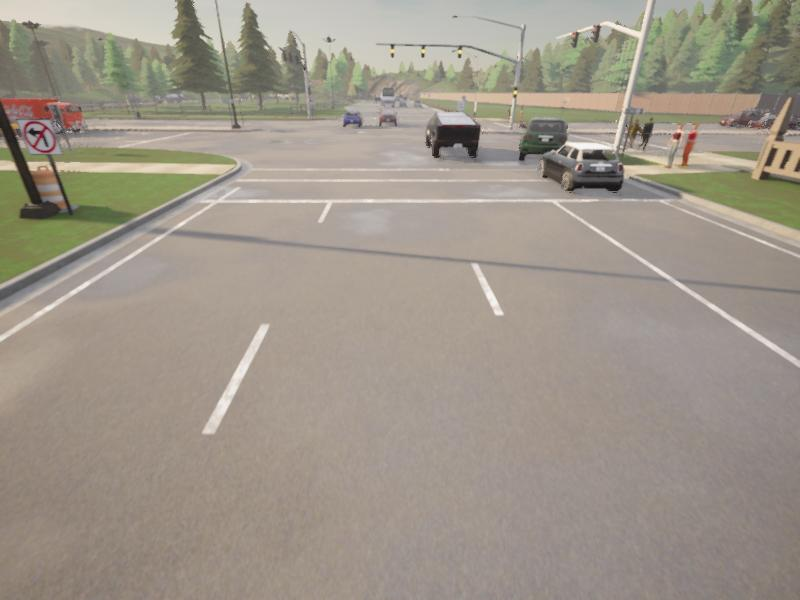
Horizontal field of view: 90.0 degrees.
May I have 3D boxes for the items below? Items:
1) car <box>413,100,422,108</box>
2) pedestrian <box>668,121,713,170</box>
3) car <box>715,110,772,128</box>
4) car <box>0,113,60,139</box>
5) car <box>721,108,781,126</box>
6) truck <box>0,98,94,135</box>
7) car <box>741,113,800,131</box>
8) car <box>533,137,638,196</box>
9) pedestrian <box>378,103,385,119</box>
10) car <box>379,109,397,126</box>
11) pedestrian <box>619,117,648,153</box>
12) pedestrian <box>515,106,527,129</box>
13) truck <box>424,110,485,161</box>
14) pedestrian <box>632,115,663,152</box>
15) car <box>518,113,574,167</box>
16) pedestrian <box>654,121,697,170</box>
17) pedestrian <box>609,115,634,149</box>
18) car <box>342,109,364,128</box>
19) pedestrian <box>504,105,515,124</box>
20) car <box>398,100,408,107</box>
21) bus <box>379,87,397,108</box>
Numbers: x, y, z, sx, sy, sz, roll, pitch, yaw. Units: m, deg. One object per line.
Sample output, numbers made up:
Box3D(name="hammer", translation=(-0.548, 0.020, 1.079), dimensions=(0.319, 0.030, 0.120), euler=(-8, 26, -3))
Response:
Box3D(name="car", translation=(4.210, -47.143, 96.056), dimensions=(1.851, 1.617, 3.988), euler=(0, 27, -1))
Box3D(name="pedestrian", translation=(12.388, -6.602, 17.108), dimensions=(0.751, 1.860, 0.751), euler=(-3, 28, -7))
Box3D(name="car", translation=(36.223, -19.118, 42.324), dimensions=(3.988, 1.617, 1.851), euler=(0, 27, -1))
Box3D(name="car", translation=(-27.440, -12.174, 27.941), dimensions=(5.366, 1.575, 1.801), euler=(0, 27, -1))
Box3D(name="car", translation=(39.791, -20.812, 45.447), dimensions=(4.553, 1.767, 2.097), euler=(0, 27, -1))
Box3D(name="truck", translation=(-27.507, -14.177, 30.845), dimensions=(5.204, 2.467, 2.627), euler=(0, 27, -1))
Box3D(name="car", translation=(36.989, -17.453, 39.255), dimensions=(4.792, 1.488, 2.163), euler=(0, 27, -1))
Box3D(name="car", translation=(6.607, -5.054, 14.829), dimensions=(1.970, 1.475, 3.806), euler=(0, 27, 0))
Box3D(name="pedestrian", translation=(-2.327, -23.981, 50.789), dimensions=(0.751, 1.860, 0.751), euler=(1, 27, 1))
Box3D(name="car", translation=(-1.264, -19.450, 42.558), dimensions=(1.812, 1.442, 4.674), euler=(0, 27, -1))
Box3D(name="pedestrian", translation=(13.525, -9.583, 23.217), dimensions=(0.751, 1.860, 0.751), euler=(0, 27, 0))
Box3D(name="pedestrian", translation=(10.877, -16.383, 35.983), dimensions=(0.751, 1.860, 0.751), euler=(4, 28, 7))
Box3D(name="truck", translation=(2.807, -9.385, 22.461), dimensions=(2.390, 2.098, 6.274), euler=(0, 27, -1))
Box3D(name="pedestrian", translation=(13.594, -9.160, 22.012), dimensions=(0.751, 1.860, 0.751), euler=(1, 27, 1))
Box3D(name="car", translation=(7.452, -8.501, 20.883), dimensions=(2.150, 2.045, 5.566), euler=(8, 28, 14))
Box3D(name="pedestrian", translation=(11.724, -6.603, 17.101), dimensions=(0.751, 1.860, 0.751), euler=(-6, 28, -12))
Box3D(name="pedestrian", translation=(13.797, -10.473, 24.942), dimensions=(0.751, 1.860, 0.751), euler=(1, 27, 1))
Box3D(name="car", translation=(-4.706, -18.392, 40.426), dimensions=(1.816, 1.474, 4.193), euler=(0, 27, -1))
Box3D(name="pedestrian", translation=(12.393, -20.995, 45.250), dimensions=(0.751, 1.860, 0.751), euler=(-3, 28, -6))
Box3D(name="car", translation=(0.699, -47.271, 96.379), dimensions=(2.033, 1.411, 5.357), euler=(0, 27, -1))
Box3D(name="bus", translation=(-2.890, -48.113, 94.848), dimensions=(3.944, 4.253, 10.273), euler=(0, 27, -1))
